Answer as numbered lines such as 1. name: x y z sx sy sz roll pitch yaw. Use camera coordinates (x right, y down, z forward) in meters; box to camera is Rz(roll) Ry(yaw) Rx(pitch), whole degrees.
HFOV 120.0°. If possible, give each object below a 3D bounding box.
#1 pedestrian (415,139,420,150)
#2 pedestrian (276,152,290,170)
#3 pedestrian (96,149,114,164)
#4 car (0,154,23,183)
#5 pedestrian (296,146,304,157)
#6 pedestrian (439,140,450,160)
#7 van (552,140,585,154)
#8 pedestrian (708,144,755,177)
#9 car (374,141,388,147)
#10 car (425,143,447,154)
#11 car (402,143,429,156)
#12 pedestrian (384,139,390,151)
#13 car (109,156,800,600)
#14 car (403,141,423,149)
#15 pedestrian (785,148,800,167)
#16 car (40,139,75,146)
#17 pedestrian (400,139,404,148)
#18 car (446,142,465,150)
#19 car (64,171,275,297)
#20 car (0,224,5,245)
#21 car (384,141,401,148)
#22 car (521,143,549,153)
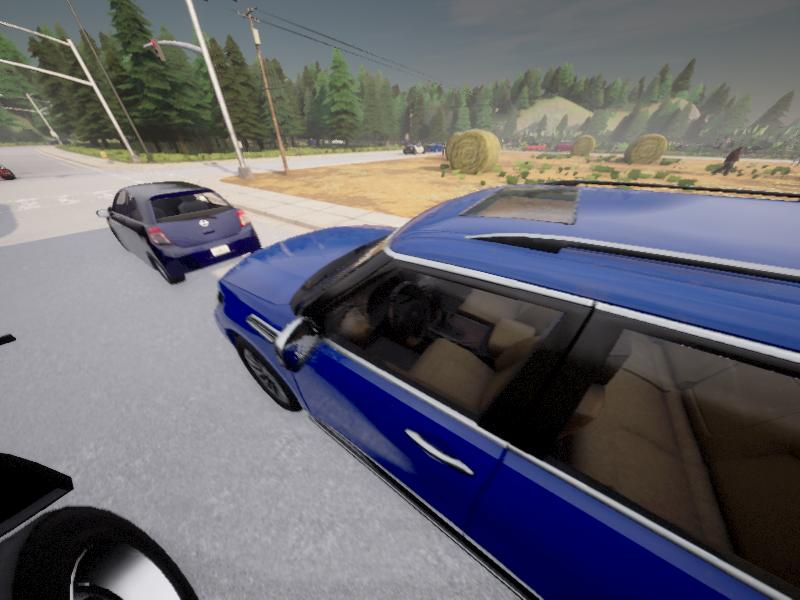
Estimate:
1. pedestrian: 3.710 -33.385 49.523 0.751 1.860 0.751 8 36 10
2. pedestrian: -9.083 -10.812 17.955 0.500 1.100 0.500 21 40 26
3. pedestrian: -25.335 -12.328 19.866 0.500 1.100 0.500 -26 43 -32
4. car: -24.690 -7.586 13.141 4.193 1.474 1.816 11 37 15
5. pedestrian: -12.850 -19.019 29.571 0.500 1.100 0.500 20 40 26
6. pedestrian: 5.101 -17.353 26.729 0.751 1.860 0.751 29 44 34
7. van: 32.090 -29.265 44.150 4.442 1.987 1.775 24 42 30
8. pedestrian: 22.244 -9.361 15.559 0.751 1.860 0.751 -5 36 -8
9. car: -5.629 -45.926 67.887 3.806 1.475 1.970 23 41 28
10. car: 6.599 -27.699 42.067 1.882 1.535 5.008 22 41 28
11. car: 2.569 -24.398 37.333 2.038 1.542 4.974 22 41 28
12. pedestrian: -2.323 -28.325 42.261 0.751 1.860 0.751 30 45 35
13. car: 0.822 0.314 1.704 5.566 2.045 2.150 22 40 27
14. car: 3.257 -39.476 58.709 4.514 1.525 2.007 26 42 31
15. pedestrian: 38.942 -13.966 22.295 0.751 1.860 0.751 -1 35 -3
16. car: -84.674 -39.090 57.179 1.812 1.442 4.674 -1 35 -1
17. pedestrian: 0.507 -38.373 56.511 0.751 1.860 0.751 17 38 22
18. car: 13.223 -36.815 55.113 2.007 1.525 4.514 -14 38 -20
19. car: -4.801 -1.689 4.924 3.633 1.501 1.845 21 40 27
20. car: -12.425 -2.302 5.588 4.611 1.667 2.242 21 40 27
21. car: -2.014 -41.854 62.023 4.514 1.525 2.007 24 41 29
22. car: 27.499 -31.145 47.164 4.514 1.525 2.007 24 42 30
